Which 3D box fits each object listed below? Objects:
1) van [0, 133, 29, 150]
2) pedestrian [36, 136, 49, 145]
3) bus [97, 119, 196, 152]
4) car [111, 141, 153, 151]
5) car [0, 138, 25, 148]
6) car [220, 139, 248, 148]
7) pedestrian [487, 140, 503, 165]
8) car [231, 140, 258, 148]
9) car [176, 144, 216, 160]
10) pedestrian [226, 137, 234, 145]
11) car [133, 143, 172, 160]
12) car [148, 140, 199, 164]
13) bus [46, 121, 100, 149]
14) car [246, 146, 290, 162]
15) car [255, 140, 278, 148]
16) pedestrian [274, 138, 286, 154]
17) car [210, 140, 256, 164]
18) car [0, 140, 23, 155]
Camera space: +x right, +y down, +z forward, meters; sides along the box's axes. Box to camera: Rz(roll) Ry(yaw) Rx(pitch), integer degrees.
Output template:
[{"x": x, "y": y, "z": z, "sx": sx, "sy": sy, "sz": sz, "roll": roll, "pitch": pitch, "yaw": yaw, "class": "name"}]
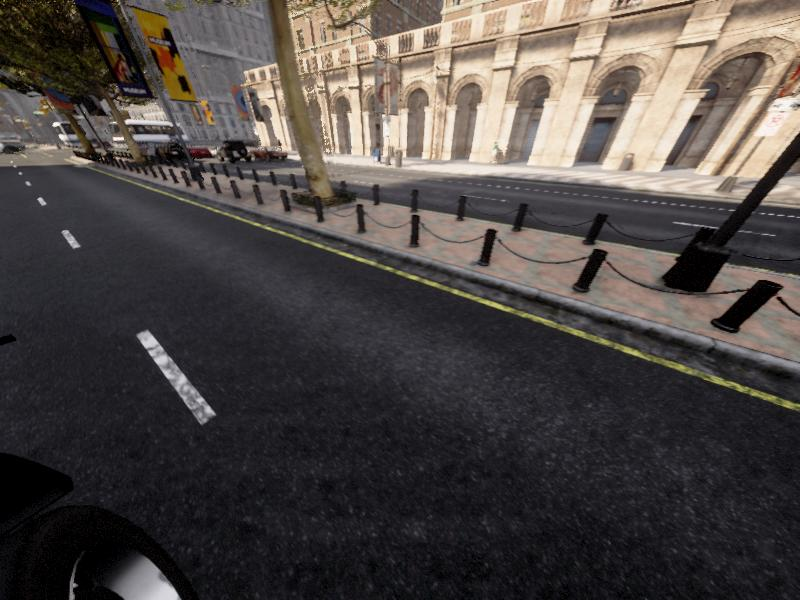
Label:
[{"x": -72.486, "y": -29.643, "z": 43.103, "sx": 6.366, "sy": 2.431, "sz": 2.351, "roll": 22, "pitch": 41, "yaw": 28, "class": "van"}, {"x": -86.166, "y": -38.465, "z": 55.665, "sx": 0.751, "sy": 1.860, "sz": 0.751, "roll": 12, "pitch": 37, "yaw": 16, "class": "pedestrian"}, {"x": -43.316, "y": -28.647, "z": 40.369, "sx": 3.944, "sy": 4.253, "sz": 10.273, "roll": 12, "pitch": 37, "yaw": 17, "class": "bus"}, {"x": -49.161, "y": -28.333, "z": 42.437, "sx": 1.895, "sy": 1.301, "sz": 4.718, "roll": 22, "pitch": 41, "yaw": 27, "class": "car"}, {"x": -78.789, "y": -31.868, "z": 46.888, "sx": 4.856, "sy": 1.649, "sz": 2.033, "roll": 22, "pitch": 41, "yaw": 28, "class": "car"}, {"x": -39.071, "y": -36.934, "z": 54.374, "sx": 2.242, "sy": 1.667, "sz": 4.611, "roll": 22, "pitch": 40, "yaw": 27, "class": "car"}, {"x": 8.713, "y": -13.525, "z": 21.199, "sx": 0.751, "sy": 1.860, "sz": 0.751, "roll": 22, "pitch": 41, "yaw": 27, "class": "pedestrian"}, {"x": -35.741, "y": -36.090, "z": 53.334, "sx": 2.007, "sy": 1.525, "sz": 4.514, "roll": 22, "pitch": 41, "yaw": 27, "class": "car"}, {"x": -24.605, "y": -17.913, "z": 27.845, "sx": 4.181, "sy": 1.385, "sz": 1.994, "roll": 22, "pitch": 41, "yaw": 28, "class": "car"}, {"x": -44.936, "y": -42.027, "z": 61.058, "sx": 0.751, "sy": 1.860, "sz": 0.751, "roll": 22, "pitch": 41, "yaw": 28, "class": "pedestrian"}, {"x": -28.178, "y": -16.972, "z": 26.342, "sx": 3.633, "sy": 1.501, "sz": 1.845, "roll": 22, "pitch": 41, "yaw": 28, "class": "car"}, {"x": -22.672, "y": -14.880, "z": 23.129, "sx": 4.605, "sy": 1.855, "sz": 1.932, "roll": 22, "pitch": 41, "yaw": 28, "class": "car"}, {"x": -67.001, "y": -33.706, "z": 47.320, "sx": 10.273, "sy": 4.253, "sz": 3.944, "roll": 22, "pitch": 41, "yaw": 28, "class": "bus"}, {"x": -14.516, "y": -16.087, "z": 25.405, "sx": 4.718, "sy": 1.301, "sz": 1.895, "roll": 22, "pitch": 41, "yaw": 27, "class": "car"}, {"x": -31.081, "y": -36.414, "z": 53.879, "sx": 1.816, "sy": 1.474, "sz": 4.193, "roll": 22, "pitch": 41, "yaw": 27, "class": "car"}, {"x": -17.055, "y": -21.951, "z": 32.895, "sx": 0.751, "sy": 1.860, "sz": 0.751, "roll": 18, "pitch": 39, "yaw": 23, "class": "pedestrian"}, {"x": -16.895, "y": -15.007, "z": 23.349, "sx": 3.866, "sy": 1.878, "sz": 1.905, "roll": 22, "pitch": 41, "yaw": 28, "class": "car"}, {"x": -54.828, "y": -20.113, "z": 30.543, "sx": 2.038, "sy": 1.542, "sz": 4.974, "roll": 22, "pitch": 41, "yaw": 27, "class": "car"}]
